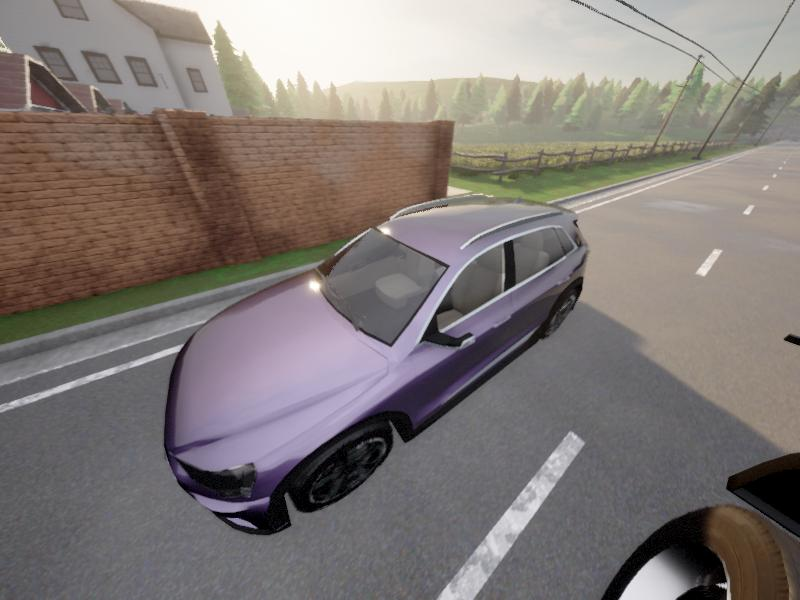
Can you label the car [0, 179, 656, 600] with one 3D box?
[{"bbox_3d":[0.365,-0.133,2.675,4.856,1.649,2.033,-22,41,-28],"label":"car"}]
